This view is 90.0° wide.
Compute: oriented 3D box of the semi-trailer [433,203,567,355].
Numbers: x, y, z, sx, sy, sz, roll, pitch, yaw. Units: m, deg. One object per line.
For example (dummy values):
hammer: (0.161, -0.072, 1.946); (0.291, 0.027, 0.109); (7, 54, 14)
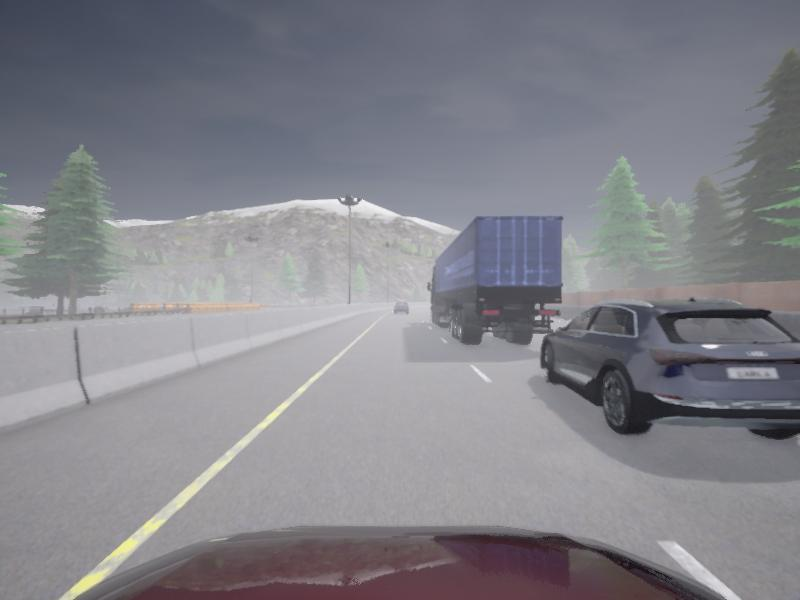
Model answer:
semi-trailer: (3.506, -0.594, 18.754); (2.717, 4.402, 14.254); (0, 0, 0)

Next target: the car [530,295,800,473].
car: (3.641, 0.785, 6.156); (2.033, 1.649, 4.856); (-1, 0, 5)

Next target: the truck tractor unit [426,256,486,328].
truck tractor unit: (3.504, -0.487, 26.667); (3.053, 4.208, 6.516); (0, 0, 0)

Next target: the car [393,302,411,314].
car: (0.313, 0.957, 51.603); (2.033, 1.411, 5.357); (0, 0, 4)
